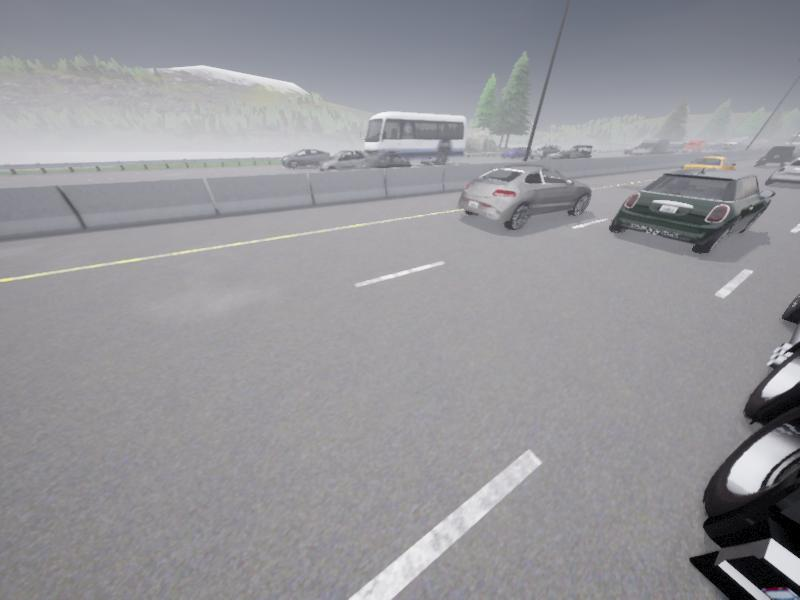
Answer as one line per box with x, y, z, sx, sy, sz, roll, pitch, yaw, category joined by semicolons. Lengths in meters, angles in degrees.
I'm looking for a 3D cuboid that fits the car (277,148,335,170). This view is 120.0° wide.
-8.754;-13.292;21.705;4.514;1.525;2.007;-18;39;-24;car

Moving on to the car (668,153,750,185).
21.153;-9.054;15.807;5.366;1.575;1.801;-18;39;-24;car

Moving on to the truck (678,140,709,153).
69.042;-36.102;54.297;5.204;2.467;2.627;-18;39;-24;truck

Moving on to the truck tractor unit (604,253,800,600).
5.089;-0.323;0.806;6.516;4.208;3.053;-19;39;-25;truck tractor unit

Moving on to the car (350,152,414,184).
-1.125;-8.846;15.351;3.705;1.549;1.789;-18;39;-24;car

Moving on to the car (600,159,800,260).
8.461;-2.816;6.550;4.553;1.767;2.097;-18;39;-24;car

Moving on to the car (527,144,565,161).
19.998;-20.276;31.672;4.605;1.855;1.932;-17;39;-24;car

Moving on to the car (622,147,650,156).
43.748;-27.584;42.878;4.718;1.301;1.895;-18;39;-24;car

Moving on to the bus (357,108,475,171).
1.634;-15.336;22.342;10.273;4.253;3.944;-18;39;-24;bus

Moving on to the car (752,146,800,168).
40.483;-15.322;24.702;3.866;1.878;1.905;-18;39;-24;car

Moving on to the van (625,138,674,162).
33.872;-20.373;31.342;5.915;2.561;1.988;-18;39;-24;van

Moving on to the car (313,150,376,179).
-4.063;-10.231;17.272;3.988;1.617;1.851;-18;39;-24;car

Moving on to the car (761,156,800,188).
25.325;-8.045;14.481;3.806;1.475;1.970;-18;39;-24;car

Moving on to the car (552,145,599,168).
18.513;-15.223;24.383;3.866;1.878;1.905;-18;39;-24;car

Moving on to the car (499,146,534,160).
16.953;-21.459;33.654;4.514;1.525;2.007;-18;39;-24;car

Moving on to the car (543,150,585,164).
20.408;-17.875;28.732;4.718;1.301;1.895;-18;39;-24;car

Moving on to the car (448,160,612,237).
4.419;-3.755;8.019;5.027;1.651;2.152;-18;39;-24;car
